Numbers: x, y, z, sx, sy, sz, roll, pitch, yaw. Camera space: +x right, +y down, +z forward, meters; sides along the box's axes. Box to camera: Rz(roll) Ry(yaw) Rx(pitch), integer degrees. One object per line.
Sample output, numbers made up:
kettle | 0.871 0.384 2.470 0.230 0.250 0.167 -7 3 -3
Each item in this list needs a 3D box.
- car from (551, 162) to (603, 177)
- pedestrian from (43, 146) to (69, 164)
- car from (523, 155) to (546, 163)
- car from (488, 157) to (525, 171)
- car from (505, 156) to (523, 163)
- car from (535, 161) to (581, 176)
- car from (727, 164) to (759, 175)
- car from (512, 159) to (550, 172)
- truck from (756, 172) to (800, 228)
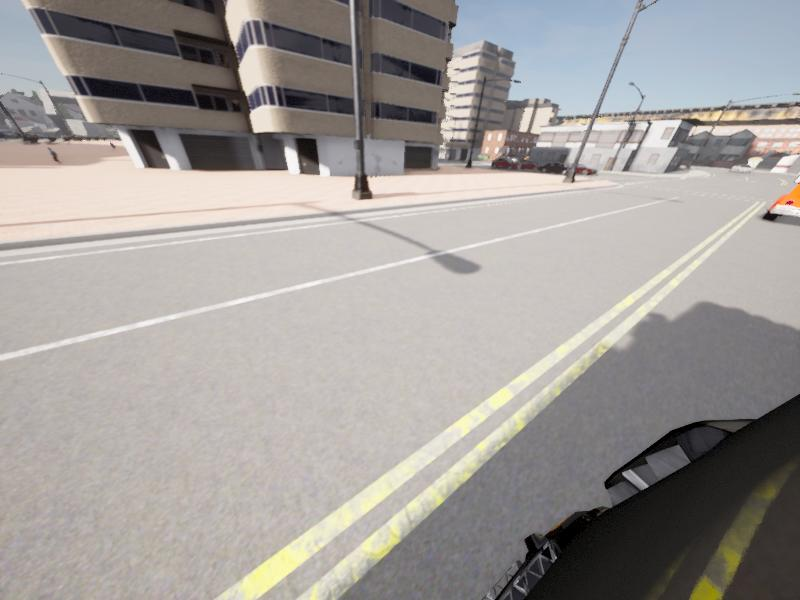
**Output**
car | 24.911 -18.586 32.756 2.033 1.411 5.357 -19 39 -30
pedestrian | -25.741 -10.821 17.286 0.500 1.100 0.500 7 34 6
car | 38.570 -40.552 66.403 2.152 1.636 5.027 -19 39 -29
car | 16.990 -21.795 37.013 2.033 1.649 4.856 -19 38 -30
car | 31.286 -38.442 63.345 1.970 1.475 3.806 -19 38 -29
car | 21.514 -18.035 31.642 1.812 1.442 4.674 -19 39 -30
car | 66.174 -25.365 44.653 1.812 1.442 4.674 22 39 26
car | 21.048 -21.776 37.356 2.163 1.488 4.792 -19 38 -30
truck | 19.353 -4.717 10.294 5.204 2.467 2.627 -18 39 -28
